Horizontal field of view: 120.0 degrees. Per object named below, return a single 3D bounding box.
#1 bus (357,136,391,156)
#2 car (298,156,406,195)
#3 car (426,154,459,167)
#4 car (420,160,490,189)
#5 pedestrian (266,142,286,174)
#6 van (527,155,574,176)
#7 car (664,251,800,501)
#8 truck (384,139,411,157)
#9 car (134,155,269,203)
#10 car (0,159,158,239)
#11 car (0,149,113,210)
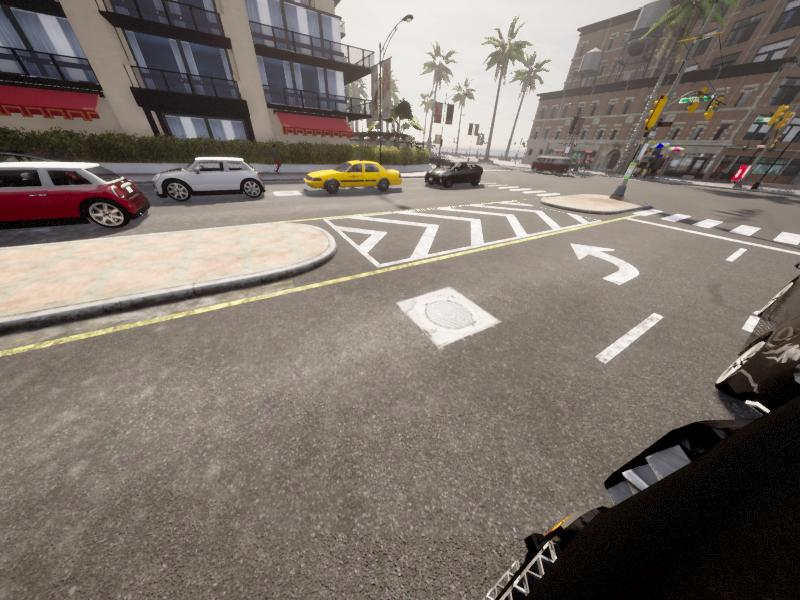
[{"bbox_3d":[-7.461,-43.881,65.606,3.944,4.253,10.273,-25,43,-35],"label":"bus"},{"bbox_3d":[-2.470,-6.913,12.739,5.366,1.575,1.801,-16,38,-26],"label":"car"},{"bbox_3d":[6.534,-21.967,36.276,2.033,1.411,5.357,-16,38,-26],"label":"car"},{"bbox_3d":[3.880,-8.900,16.271,4.514,1.525,2.007,-20,40,-30],"label":"car"},{"bbox_3d":[-8.753,-9.991,16.317,0.751,1.860,0.751,-17,38,-27],"label":"pedestrian"},{"bbox_3d":[19.236,-17.373,29.803,1.775,1.987,4.442,-16,38,-26],"label":"van"},{"bbox_3d":[5.407,0.458,2.309,4.902,1.511,2.128,-16,38,-26],"label":"car"},{"bbox_3d":[-0.848,-41.766,63.319,2.891,3.827,8.468,-19,39,-29],"label":"truck"},{"bbox_3d":[-8.046,-5.240,9.882,3.806,1.475,1.970,-16,38,-26],"label":"car"},{"bbox_3d":[-9.273,-2.632,5.860,3.806,1.475,1.970,-16,38,-26],"label":"car"},{"bbox_3d":[-12.716,-3.908,7.446,3.705,1.549,1.789,-16,38,-26],"label":"car"}]
